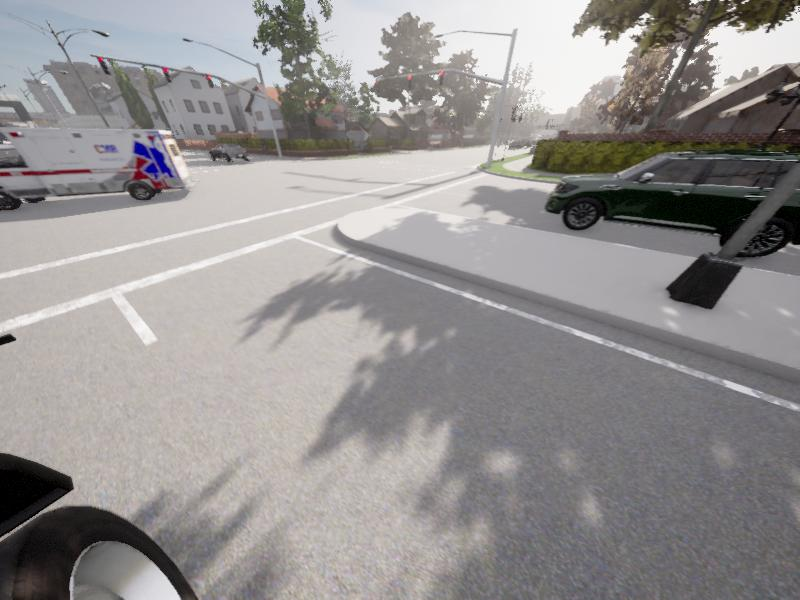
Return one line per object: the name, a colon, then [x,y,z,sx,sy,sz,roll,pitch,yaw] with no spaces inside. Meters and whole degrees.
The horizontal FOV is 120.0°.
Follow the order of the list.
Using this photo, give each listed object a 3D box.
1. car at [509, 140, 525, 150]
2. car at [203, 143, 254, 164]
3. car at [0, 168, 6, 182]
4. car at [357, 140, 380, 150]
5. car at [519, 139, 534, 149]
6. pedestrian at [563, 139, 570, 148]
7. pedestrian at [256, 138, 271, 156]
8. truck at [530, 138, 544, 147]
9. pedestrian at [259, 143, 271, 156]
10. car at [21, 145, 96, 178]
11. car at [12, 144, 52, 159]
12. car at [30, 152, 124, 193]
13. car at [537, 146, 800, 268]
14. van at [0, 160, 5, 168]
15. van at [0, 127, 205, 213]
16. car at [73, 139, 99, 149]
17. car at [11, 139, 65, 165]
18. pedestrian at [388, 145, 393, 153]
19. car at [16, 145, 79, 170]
car: [27.004,-35.858,53.366,1.932,1.855,4.605,22,41,27]
car: [-17.985,-15.422,24.190,5.027,1.651,2.152,22,41,28]
car: [-25.607,-7.853,13.609,4.181,1.385,1.994,23,41,29]
car: [-5.902,-29.308,43.521,3.806,1.475,1.970,22,41,28]
car: [33.382,-41.248,60.894,2.150,2.045,5.566,22,41,27]
pedestrian: [41.154,-38.645,57.137,0.751,1.860,0.751,16,38,20]
pedestrian: [-16.971,-18.994,28.750,0.751,1.860,0.751,12,37,16]
truck: [42.815,-49.189,72.047,2.390,2.098,6.274,22,41,27]
pedestrian: [-17.482,-19.532,29.994,0.751,1.300,0.751,22,40,27]
car: [-23.588,-9.648,15.935,5.238,1.638,1.930,22,40,27]
car: [-44.133,-17.873,27.695,4.718,1.301,1.895,22,41,28]
car: [-17.661,-7.100,12.596,5.357,1.411,2.033,22,41,28]
car: [7.268,-2.820,6.201,5.566,2.045,2.150,22,41,28]
van: [-34.997,-11.983,18.789,4.480,2.038,2.069,22,41,28]
van: [-12.367,-5.308,9.209,6.366,2.431,2.351,-18,39,-24]
car: [-62.966,-31.333,46.306,4.856,1.649,2.033,22,41,28]
car: [-34.578,-14.215,22.086,3.866,1.878,1.905,22,41,28]
pedestrian: [-1.476,-24.135,36.856,0.500,1.100,0.500,23,41,29]
car: [-29.357,-11.915,19.232,4.792,1.488,2.163,22,41,28]
